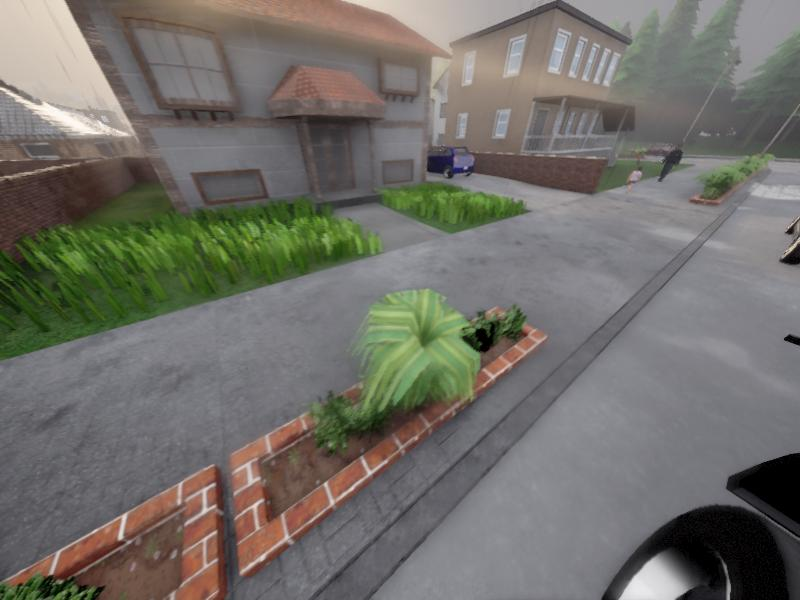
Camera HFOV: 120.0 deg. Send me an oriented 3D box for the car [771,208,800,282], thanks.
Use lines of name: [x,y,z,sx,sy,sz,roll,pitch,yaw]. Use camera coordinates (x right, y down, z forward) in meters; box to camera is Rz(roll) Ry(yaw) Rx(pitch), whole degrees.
car: [9.974,-1.577,4.633,5.238,1.638,1.930,-22,41,-28]

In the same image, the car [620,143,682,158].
car: [31.908,-19.166,29.523,2.163,1.488,4.792,-22,40,-27]

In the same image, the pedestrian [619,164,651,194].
pedestrian: [10.391,-5.363,10.243,0.500,1.100,0.500,-22,41,-28]

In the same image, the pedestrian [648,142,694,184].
pedestrian: [14.307,-7.253,12.232,0.751,1.860,0.751,-25,42,-30]

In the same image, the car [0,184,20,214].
car: [-14.375,-2.965,6.020,3.866,1.878,1.905,-22,41,-28]

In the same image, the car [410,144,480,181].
car: [2.448,-8.092,13.426,1.845,1.501,3.633,-22,41,-28]
